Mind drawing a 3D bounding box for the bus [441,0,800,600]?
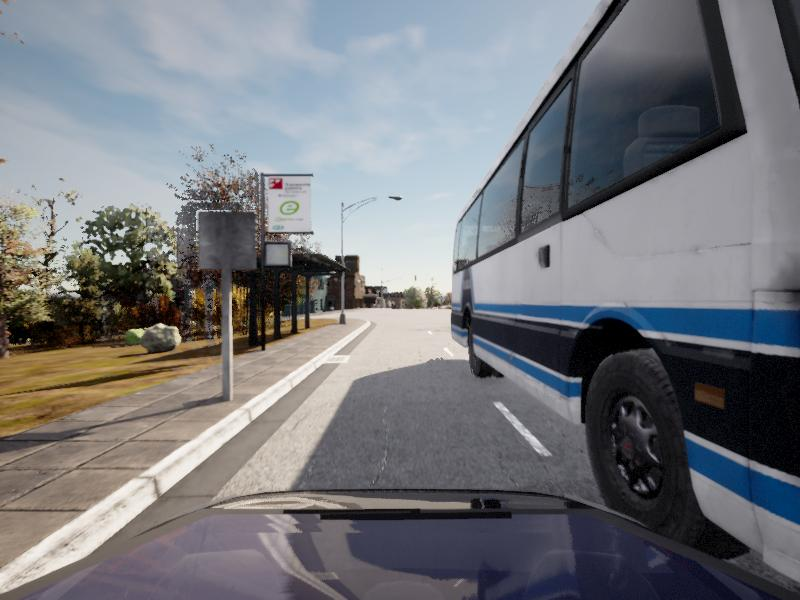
[{"bbox_3d":[3.122,-0.529,6.085,3.944,4.253,10.273,0,0,0],"label":"bus"}]
